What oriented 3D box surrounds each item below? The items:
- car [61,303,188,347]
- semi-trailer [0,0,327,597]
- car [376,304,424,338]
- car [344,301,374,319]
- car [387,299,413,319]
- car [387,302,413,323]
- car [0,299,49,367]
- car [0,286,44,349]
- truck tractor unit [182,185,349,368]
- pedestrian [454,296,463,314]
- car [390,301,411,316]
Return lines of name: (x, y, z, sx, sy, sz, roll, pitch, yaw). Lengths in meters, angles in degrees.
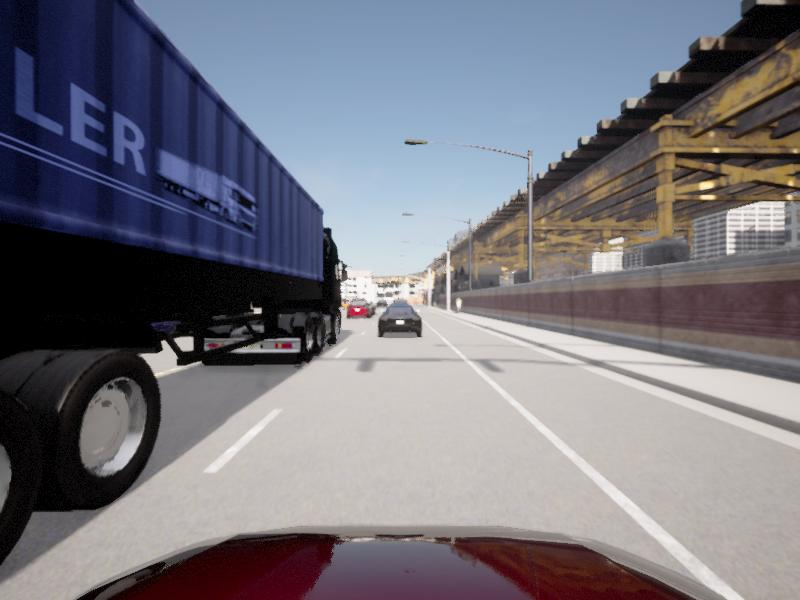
car: (-10.488, 0.865, 15.778, 1.812, 1.442, 4.674, 0, 0, 0)
semi-trailer: (-3.486, -0.626, 4.526, 2.717, 4.402, 14.254, 0, 0, 0)
car: (0.003, 0.901, 18.785, 1.994, 1.385, 4.181, 0, 0, 0)
car: (-3.494, 0.840, 35.000, 2.163, 1.488, 4.792, 0, 0, 0)
car: (0.008, 0.744, 36.331, 2.242, 1.667, 4.611, 0, 0, 0)
car: (0.004, 0.860, 29.987, 1.812, 1.442, 4.674, 0, 0, 0)
car: (-10.501, 0.785, 8.917, 1.851, 1.617, 3.988, 0, 0, 0)
car: (-13.977, 0.564, 11.697, 2.150, 2.045, 5.566, 0, 0, 0)
truck tractor unit: (-3.494, -0.531, 12.453, 3.053, 4.208, 6.516, 0, 0, 0)
pedestrian: (6.133, 0.471, 41.870, 0.751, 1.860, 0.751, 0, 0, -1)
car: (0.007, 0.822, 43.126, 2.128, 1.511, 4.902, 0, 0, 0)
